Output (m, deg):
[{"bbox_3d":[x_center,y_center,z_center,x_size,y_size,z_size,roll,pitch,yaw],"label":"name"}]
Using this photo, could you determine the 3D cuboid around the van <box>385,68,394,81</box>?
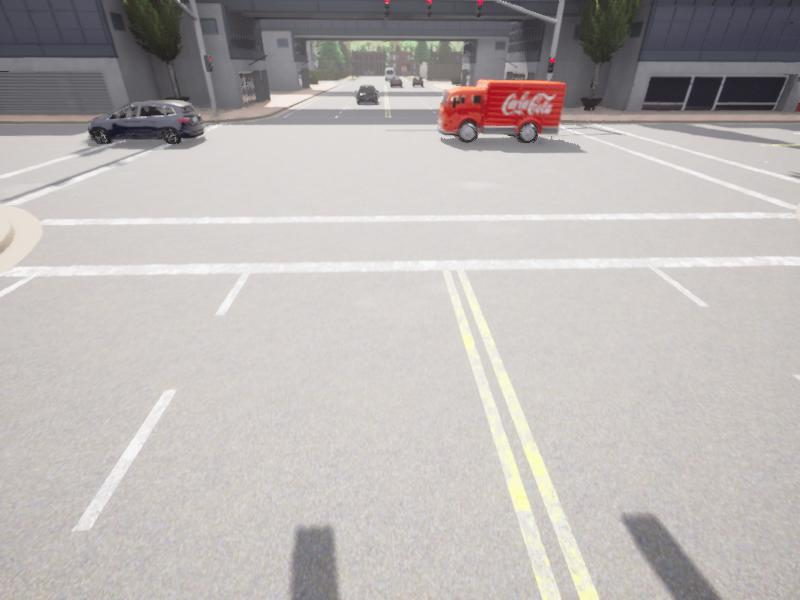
[{"bbox_3d":[-2.331,-50.401,89.396,1.988,2.561,5.915,-1,30,-2],"label":"van"}]

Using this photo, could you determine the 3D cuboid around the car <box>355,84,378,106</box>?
[{"bbox_3d":[-2.963,-18.705,36.391,1.837,1.490,4.892,-1,30,-2],"label":"car"}]

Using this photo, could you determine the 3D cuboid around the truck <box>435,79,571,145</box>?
[{"bbox_3d":[4.429,-8.621,18.288,5.204,2.467,2.627,-1,30,-3],"label":"truck"}]

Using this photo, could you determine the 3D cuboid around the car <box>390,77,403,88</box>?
[{"bbox_3d":[-0.617,-34.901,64.159,1.994,1.385,4.181,-1,30,-2],"label":"car"}]

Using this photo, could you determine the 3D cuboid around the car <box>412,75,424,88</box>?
[{"bbox_3d":[2.892,-35.560,65.072,1.851,1.617,3.988,0,30,0],"label":"car"}]

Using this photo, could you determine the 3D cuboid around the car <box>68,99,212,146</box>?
[{"bbox_3d":[-11.329,-7.963,17.832,4.611,1.667,2.242,-1,30,-2],"label":"car"}]
